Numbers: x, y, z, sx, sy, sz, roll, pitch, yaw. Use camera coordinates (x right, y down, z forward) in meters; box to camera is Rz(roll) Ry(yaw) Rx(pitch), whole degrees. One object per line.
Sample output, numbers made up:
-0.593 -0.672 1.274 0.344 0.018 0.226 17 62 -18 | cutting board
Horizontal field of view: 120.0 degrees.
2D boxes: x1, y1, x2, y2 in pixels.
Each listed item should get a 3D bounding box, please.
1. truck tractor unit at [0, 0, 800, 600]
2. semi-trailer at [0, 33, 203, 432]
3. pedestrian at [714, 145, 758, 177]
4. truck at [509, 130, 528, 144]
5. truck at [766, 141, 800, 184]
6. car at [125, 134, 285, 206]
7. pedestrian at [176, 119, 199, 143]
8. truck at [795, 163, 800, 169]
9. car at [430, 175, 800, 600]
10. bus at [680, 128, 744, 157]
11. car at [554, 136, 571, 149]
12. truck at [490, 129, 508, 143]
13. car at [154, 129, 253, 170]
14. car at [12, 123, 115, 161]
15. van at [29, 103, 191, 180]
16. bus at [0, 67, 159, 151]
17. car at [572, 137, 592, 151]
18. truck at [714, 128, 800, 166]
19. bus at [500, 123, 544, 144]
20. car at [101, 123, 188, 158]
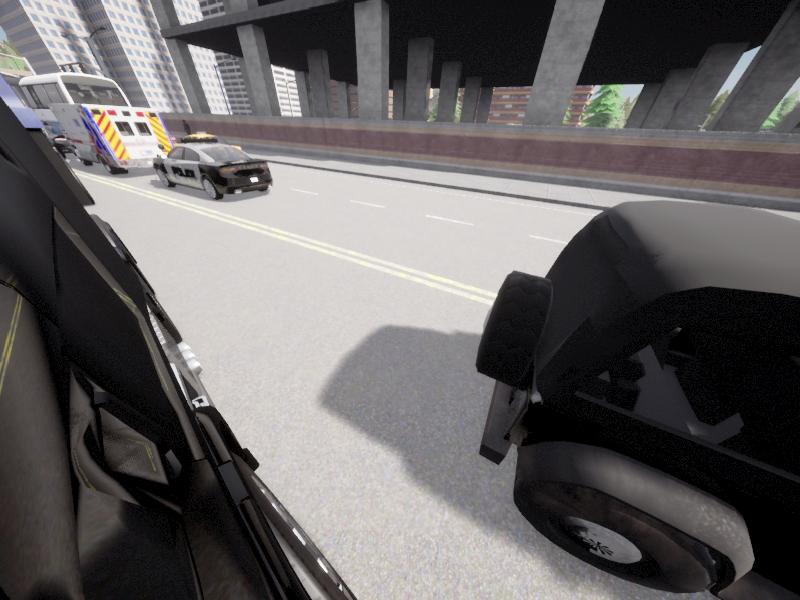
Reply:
-2.645 -0.295 0.351 6.516 4.208 3.053 28 44 30 | truck tractor unit
-8.777 -3.549 4.150 14.254 4.402 2.717 27 43 29 | semi-trailer
24.097 -10.022 16.645 0.751 1.860 0.751 20 40 21 | pedestrian
27.282 -37.436 53.142 2.615 2.467 5.204 20 40 21 | truck
30.282 -9.472 16.078 2.627 2.467 5.204 20 40 21 | truck
-7.058 -4.936 8.436 5.238 1.638 1.930 20 40 21 | car
-21.024 -16.752 22.889 0.751 1.860 0.751 15 39 17 | pedestrian
47.254 -14.992 24.849 2.390 2.098 6.274 25 42 26 | truck
2.425 0.735 1.235 3.866 1.878 1.905 20 40 21 | car
62.953 -32.305 47.206 3.944 4.253 10.273 23 41 25 | bus
29.369 -28.524 41.781 1.905 1.878 3.866 20 40 21 | car
23.506 -38.791 54.718 2.615 2.467 5.204 20 40 21 | truck
-11.396 -8.846 13.446 5.366 1.575 1.801 20 40 21 | car
-20.214 -9.579 13.927 4.902 1.511 2.128 20 40 21 | car
-13.525 -7.566 10.889 6.366 2.431 2.351 20 40 21 | van
-25.392 -14.848 18.361 10.273 4.253 3.944 20 40 21 | bus
31.946 -27.599 40.706 1.905 1.878 3.866 20 40 21 | car
48.825 -21.141 31.737 2.891 3.827 8.468 20 40 21 | truck
35.116 -48.136 66.729 10.273 4.253 3.944 20 40 22 | bus
-17.606 -11.100 15.994 4.611 1.667 2.242 20 40 21 | car
